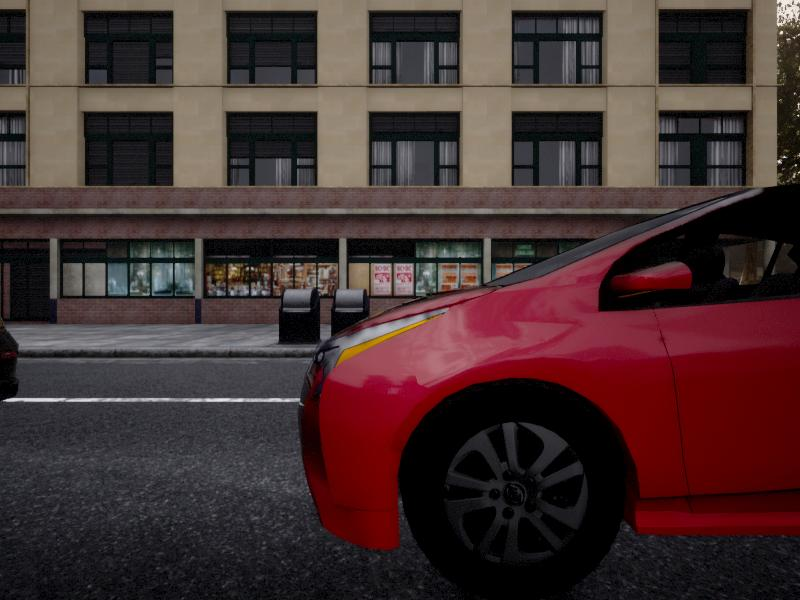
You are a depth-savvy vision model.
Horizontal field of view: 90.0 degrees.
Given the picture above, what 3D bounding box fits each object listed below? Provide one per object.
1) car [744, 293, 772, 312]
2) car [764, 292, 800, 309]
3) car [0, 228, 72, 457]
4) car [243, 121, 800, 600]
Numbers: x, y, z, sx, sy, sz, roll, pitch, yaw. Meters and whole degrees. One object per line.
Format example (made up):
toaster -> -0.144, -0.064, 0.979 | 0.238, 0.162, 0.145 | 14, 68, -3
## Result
car -> 33.368, 0.202, 37.310 | 1.801, 1.575, 5.366 | 1, 1, 42
car -> 42.436, 0.046, 43.539 | 3.866, 1.878, 1.905 | 0, 0, -1
car -> -4.859, 0.270, 2.172 | 4.674, 1.442, 1.812 | 0, 0, 0
car -> 1.791, 0.228, 2.195 | 4.514, 1.525, 2.007 | 0, 0, 0
